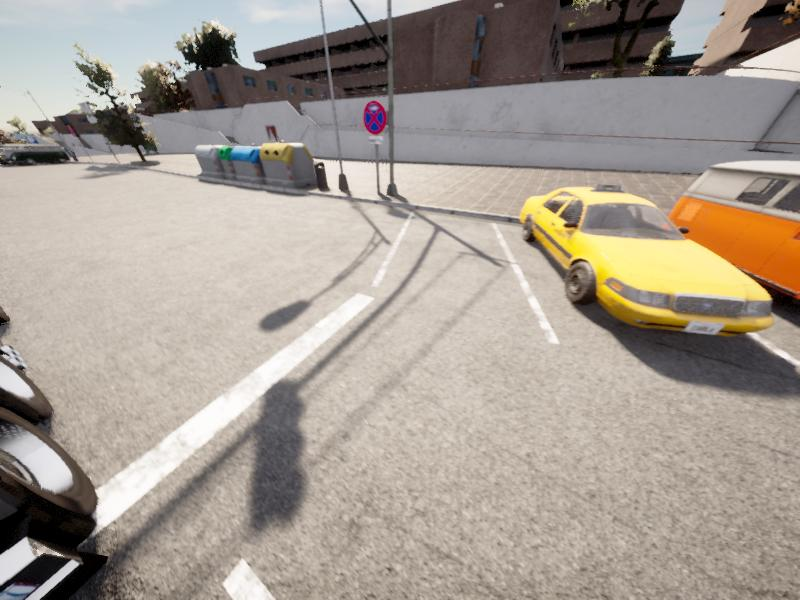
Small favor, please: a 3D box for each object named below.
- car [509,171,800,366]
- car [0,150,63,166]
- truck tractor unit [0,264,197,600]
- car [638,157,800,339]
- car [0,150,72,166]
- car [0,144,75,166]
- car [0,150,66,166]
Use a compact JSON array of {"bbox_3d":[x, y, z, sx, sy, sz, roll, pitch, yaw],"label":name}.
[{"bbox_3d":[4.010,-1.434,4.693,1.946,1.575,5.366,6,35,8],"label":"car"},{"bbox_3d":[-48.994,-18.587,30.062,1.946,1.575,5.366,5,34,9],"label":"car"},{"bbox_3d":[-5.112,-0.300,0.781,6.516,4.208,3.053,18,39,24],"label":"truck tractor unit"},{"bbox_3d":[6.604,-0.814,3.391,1.878,1.987,4.442,6,35,8],"label":"car"},{"bbox_3d":[-43.813,-17.085,27.697,2.002,1.452,4.674,4,34,9],"label":"car"},{"bbox_3d":[-41.253,-16.461,26.185,1.878,1.987,4.442,5,34,9],"label":"car"},{"bbox_3d":[-46.383,-17.871,28.970,2.002,1.452,4.674,5,34,9],"label":"car"}]
